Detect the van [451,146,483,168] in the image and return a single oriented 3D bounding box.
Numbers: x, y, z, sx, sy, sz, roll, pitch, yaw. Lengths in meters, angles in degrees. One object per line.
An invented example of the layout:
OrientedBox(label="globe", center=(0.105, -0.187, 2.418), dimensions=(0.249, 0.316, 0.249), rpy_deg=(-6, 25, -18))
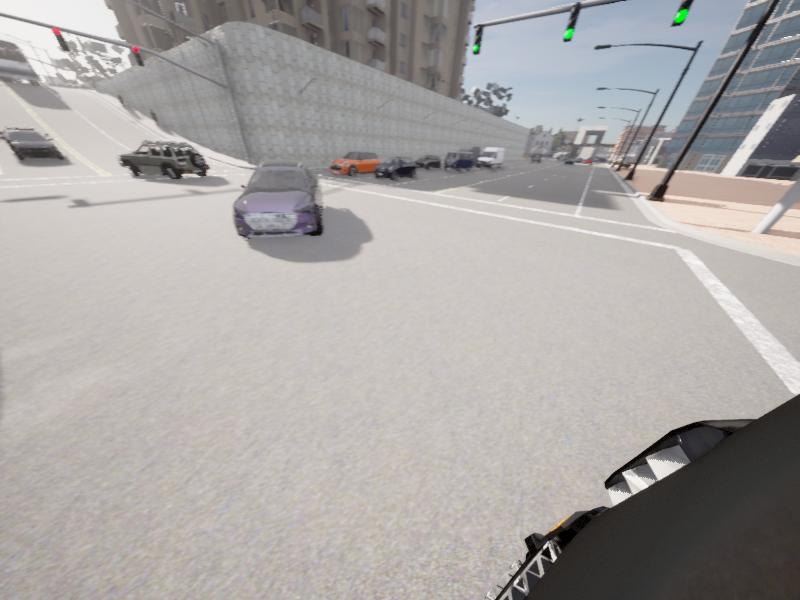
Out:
OrientedBox(label="van", center=(10.020, -21.210, 34.180), dimensions=(1.988, 2.561, 5.915), rpy_deg=(24, 39, 28))

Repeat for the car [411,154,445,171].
OrientedBox(label="car", center=(3.247, -15.858, 26.619), dimensions=(1.816, 1.474, 4.193), rpy_deg=(24, 39, 28))

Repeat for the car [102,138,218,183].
OrientedBox(label="car", center=(-13.870, -8.225, 13.554), dimensions=(4.605, 1.855, 1.932), rpy_deg=(9, 38, 9))

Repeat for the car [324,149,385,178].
OrientedBox(label="car", center=(-3.503, -11.098, 18.696), dimensions=(2.097, 1.767, 4.553), rpy_deg=(24, 39, 28))

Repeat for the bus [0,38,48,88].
OrientedBox(label="bus", center=(-53.460, -32.315, 31.334), dimensions=(10.273, 4.253, 3.944), rpy_deg=(28, 41, 25))

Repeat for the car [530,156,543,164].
OrientedBox(label="car", center=(34.073, -34.989, 57.495), dimensions=(1.789, 1.549, 3.705), rpy_deg=(24, 39, 28))

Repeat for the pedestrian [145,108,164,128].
OrientedBox(label="pedestrian", center=(-30.114, -22.314, 28.344), dimensions=(0.751, 1.860, 0.751), rpy_deg=(24, 39, 29))

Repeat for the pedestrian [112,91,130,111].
OrientedBox(label="pedestrian", center=(-37.313, -26.589, 30.890), dimensions=(0.751, 1.860, 0.751), rpy_deg=(24, 39, 29))

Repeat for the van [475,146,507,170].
OrientedBox(label="van", center=(12.816, -19.946, 32.497), dimensions=(1.988, 2.561, 5.915), rpy_deg=(24, 39, 28))

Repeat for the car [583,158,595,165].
OrientedBox(label="car", center=(53.485, -39.160, 65.288), dimensions=(2.007, 1.525, 4.514), rpy_deg=(24, 39, 28))

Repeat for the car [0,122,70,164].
OrientedBox(label="car", center=(-24.986, -10.657, 15.617), dimensions=(5.238, 1.638, 1.930), rpy_deg=(28, 41, 25))

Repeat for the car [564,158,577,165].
OrientedBox(label="car", center=(41.775, -33.891, 56.655), dimensions=(1.895, 1.301, 4.718), rpy_deg=(24, 39, 28))

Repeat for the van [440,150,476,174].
OrientedBox(label="van", center=(6.385, -15.051, 25.182), dimensions=(1.775, 1.987, 4.442), rpy_deg=(24, 39, 28))

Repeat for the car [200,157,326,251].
OrientedBox(label="car", center=(-3.488, -3.266, 7.106), dimensions=(2.033, 1.649, 4.856), rpy_deg=(-6, 35, -12))

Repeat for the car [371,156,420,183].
OrientedBox(label="car", center=(-0.304, -9.980, 17.495), dimensions=(1.845, 1.501, 3.633), rpy_deg=(23, 39, 28))
